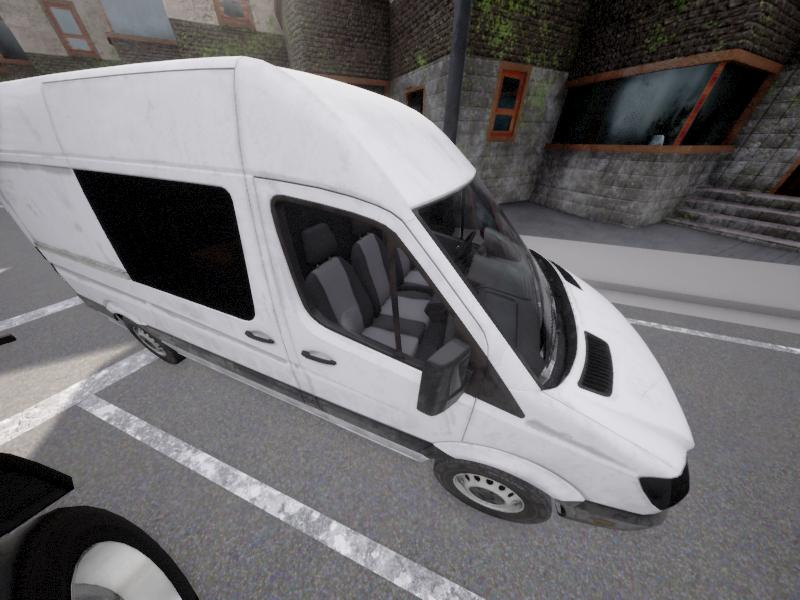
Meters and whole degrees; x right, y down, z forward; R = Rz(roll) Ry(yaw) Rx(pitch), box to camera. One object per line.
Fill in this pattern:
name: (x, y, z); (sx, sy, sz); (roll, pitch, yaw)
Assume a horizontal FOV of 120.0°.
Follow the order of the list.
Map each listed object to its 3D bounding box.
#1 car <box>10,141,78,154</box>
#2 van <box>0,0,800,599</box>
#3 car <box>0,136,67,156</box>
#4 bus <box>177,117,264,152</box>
car: (-51.848, -22.398, 33.848); (5.008, 1.535, 1.882); (-15, 38, -21)
van: (-0.873, -0.412, 2.306); (5.915, 2.561, 1.988); (13, 37, 17)
car: (-50.323, -20.787, 31.119); (5.566, 2.045, 2.150); (-15, 38, -21)
bus: (-29.042, -27.615, 38.510); (10.273, 4.253, 3.944); (-16, 38, -20)
